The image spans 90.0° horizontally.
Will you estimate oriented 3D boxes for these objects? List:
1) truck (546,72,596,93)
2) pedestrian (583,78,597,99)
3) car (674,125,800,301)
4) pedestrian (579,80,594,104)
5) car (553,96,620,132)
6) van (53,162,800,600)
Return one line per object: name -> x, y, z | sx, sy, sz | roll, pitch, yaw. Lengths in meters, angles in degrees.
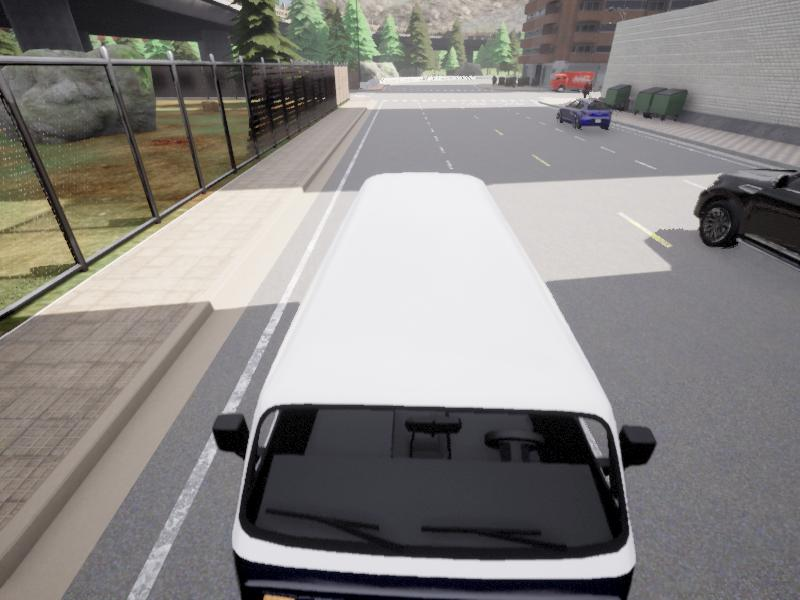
truck -> 23.029, -29.468, 54.146 | 5.204, 2.467, 2.627 | 0, 30, 0
pedestrian -> 19.405, -21.593, 40.916 | 0.751, 1.860, 0.751 | 1, 30, 2
car -> 7.059, -1.048, 5.787 | 2.150, 2.045, 5.566 | 0, 31, 0
pedestrian -> 16.220, -18.123, 34.864 | 0.751, 1.860, 0.751 | 9, 31, 15
car -> 10.518, -10.724, 22.922 | 1.816, 1.474, 4.193 | 0, 30, 0
van -> 0.201, 0.307, 3.476 | 2.069, 2.038, 4.480 | 1, 30, 2
